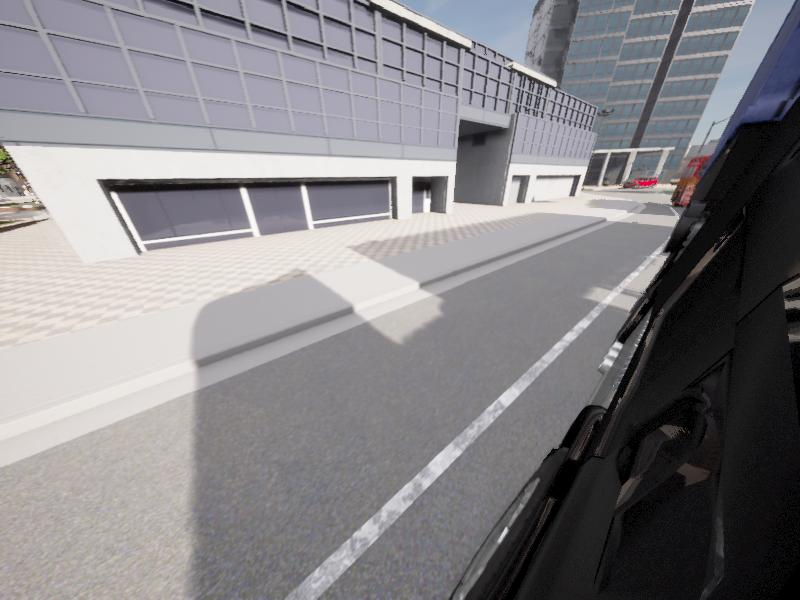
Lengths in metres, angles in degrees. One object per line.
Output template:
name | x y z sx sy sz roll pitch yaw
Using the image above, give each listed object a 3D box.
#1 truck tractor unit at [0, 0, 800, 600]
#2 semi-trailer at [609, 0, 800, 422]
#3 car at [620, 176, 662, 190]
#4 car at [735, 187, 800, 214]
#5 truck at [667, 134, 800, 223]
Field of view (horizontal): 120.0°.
truck tractor unit | 2.645 -0.295 0.351 6.516 4.208 3.053 -28 44 -30
semi-trailer | 8.681 -2.865 5.077 14.254 4.402 2.717 -19 32 -37
car | 44.236 -21.506 42.446 5.566 2.045 2.150 -6 27 -10
car | 25.716 -6.869 15.685 1.994 1.385 4.181 17 33 31
truck | 20.833 -7.651 14.730 2.891 3.827 8.468 19 34 34
